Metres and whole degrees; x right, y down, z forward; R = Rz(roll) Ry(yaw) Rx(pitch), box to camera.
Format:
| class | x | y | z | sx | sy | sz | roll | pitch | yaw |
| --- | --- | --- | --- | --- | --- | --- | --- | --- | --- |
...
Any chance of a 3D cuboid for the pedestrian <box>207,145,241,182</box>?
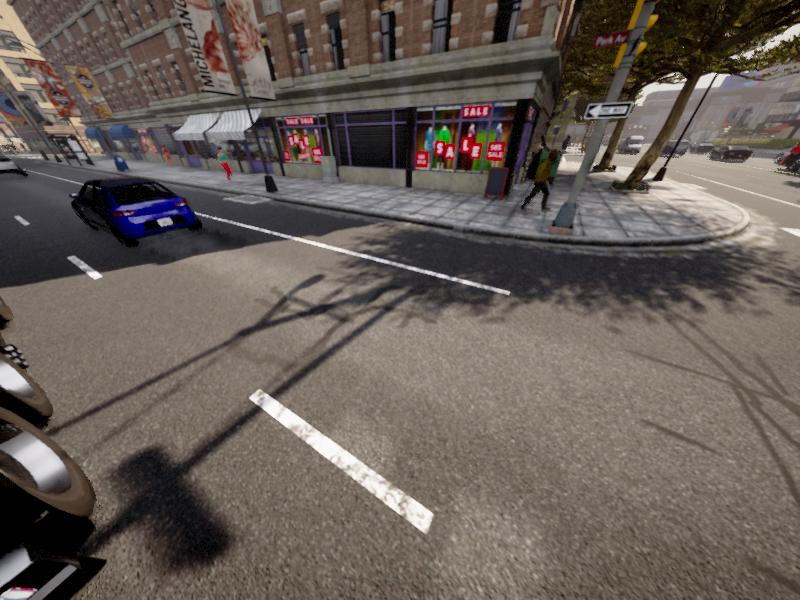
| class | x | y | z | sx | sy | sz | roll | pitch | yaw |
| --- | --- | --- | --- | --- | --- | --- | --- | --- | --- |
| pedestrian | -10.525 | -8.178 | 13.898 | 0.751 | 1.860 | 0.751 | 11 | 37 | 16 |

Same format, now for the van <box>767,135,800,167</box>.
| class | x | y | z | sx | sy | sz | roll | pitch | yaw |
| --- | --- | --- | --- | --- | --- | --- | --- | --- | --- |
| van | 39.102 | -13.933 | 21.550 | 2.351 | 2.431 | 6.366 | 18 | 39 | 24 |

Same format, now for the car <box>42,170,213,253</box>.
| class | x | y | z | sx | sy | sz | roll | pitch | yaw |
| --- | --- | --- | --- | --- | --- | --- | --- | --- | --- |
| car | -7.949 | -2.802 | 6.802 | 4.193 | 1.474 | 1.816 | 18 | 39 | 24 |

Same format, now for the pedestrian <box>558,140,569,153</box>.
| class | x | y | z | sx | sy | sz | roll | pitch | yaw |
| --- | --- | --- | --- | --- | --- | --- | --- | --- | --- |
| pedestrian | 28.008 | -26.301 | 39.595 | 0.751 | 1.860 | 0.751 | -11 | 36 | -15 |

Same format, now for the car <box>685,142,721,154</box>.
| class | x | y | z | sx | sy | sz | roll | pitch | yaw |
| --- | --- | --- | --- | --- | --- | --- | --- | --- | --- |
| car | 51.403 | -25.933 | 39.368 | 1.930 | 1.638 | 5.238 | 18 | 39 | 24 |

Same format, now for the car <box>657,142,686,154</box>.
| class | x | y | z | sx | sy | sz | roll | pitch | yaw |
| --- | --- | --- | --- | --- | --- | --- | --- | --- | --- |
| car | 49.128 | -27.645 | 41.922 | 1.801 | 1.575 | 5.366 | 18 | 39 | 24 |

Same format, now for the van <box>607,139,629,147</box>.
| class | x | y | z | sx | sy | sz | roll | pitch | yaw |
| --- | --- | --- | --- | --- | --- | --- | --- | --- | --- |
| van | 71.066 | -51.412 | 75.447 | 4.480 | 2.038 | 2.069 | 18 | 39 | 25 |

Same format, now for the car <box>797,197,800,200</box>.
| class | x | y | z | sx | sy | sz | roll | pitch | yaw |
| --- | --- | --- | --- | --- | --- | --- | --- | --- | --- |
| car | 17.485 | -3.916 | 8.116 | 1.789 | 1.549 | 3.705 | 18 | 39 | 24 |

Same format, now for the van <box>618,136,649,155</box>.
| class | x | y | z | sx | sy | sz | roll | pitch | yaw |
| --- | --- | --- | --- | --- | --- | --- | --- | --- | --- |
| van | 39.454 | -26.303 | 39.218 | 1.988 | 2.561 | 5.915 | 18 | 39 | 24 |

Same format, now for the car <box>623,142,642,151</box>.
| class | x | y | z | sx | sy | sz | roll | pitch | yaw |
| --- | --- | --- | --- | --- | --- | --- | --- | --- | --- |
| car | 51.592 | -34.148 | 51.261 | 1.851 | 1.617 | 3.988 | 18 | 39 | 24 |

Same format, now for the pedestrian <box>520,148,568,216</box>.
| class | x | y | z | sx | sy | sz | roll | pitch | yaw |
| --- | --- | --- | --- | --- | --- | --- | --- | --- | --- |
| pedestrian | 4.628 | -3.822 | 7.513 | 0.751 | 1.860 | 0.751 | 16 | 38 | 22 |

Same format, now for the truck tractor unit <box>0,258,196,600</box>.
| class | x | y | z | sx | sy | sz | roll | pitch | yaw |
| --- | --- | --- | --- | --- | --- | --- | --- | --- | --- |
| truck tractor unit | -5.098 | -0.315 | 0.790 | 6.516 | 4.208 | 3.053 | 19 | 39 | 25 |

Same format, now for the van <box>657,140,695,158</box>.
| class | x | y | z | sx | sy | sz | roll | pitch | yaw |
| --- | --- | --- | --- | --- | --- | --- | --- | --- | --- |
| van | 38.515 | -21.185 | 32.358 | 1.775 | 1.987 | 4.442 | 18 | 39 | 24 |

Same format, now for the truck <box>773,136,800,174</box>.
| class | x | y | z | sx | sy | sz | roll | pitch | yaw |
| --- | --- | --- | --- | --- | --- | --- | --- | --- | --- |
| truck | 30.699 | -10.059 | 14.834 | 2.891 | 3.827 | 8.468 | 18 | 39 | 24 |

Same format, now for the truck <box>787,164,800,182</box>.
| class | x | y | z | sx | sy | sz | roll | pitch | yaw |
| --- | --- | --- | --- | --- | --- | --- | --- | --- | --- |
| truck | 23.964 | -6.803 | 11.334 | 2.627 | 2.467 | 5.204 | 18 | 42 | 24 |

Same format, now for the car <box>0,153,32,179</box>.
| class | x | y | z | sx | sy | sz | roll | pitch | yaw |
| --- | --- | --- | --- | --- | --- | --- | --- | --- | --- |
| car | -31.464 | -10.494 | 18.005 | 4.514 | 1.525 | 2.007 | 18 | 39 | 25 |
